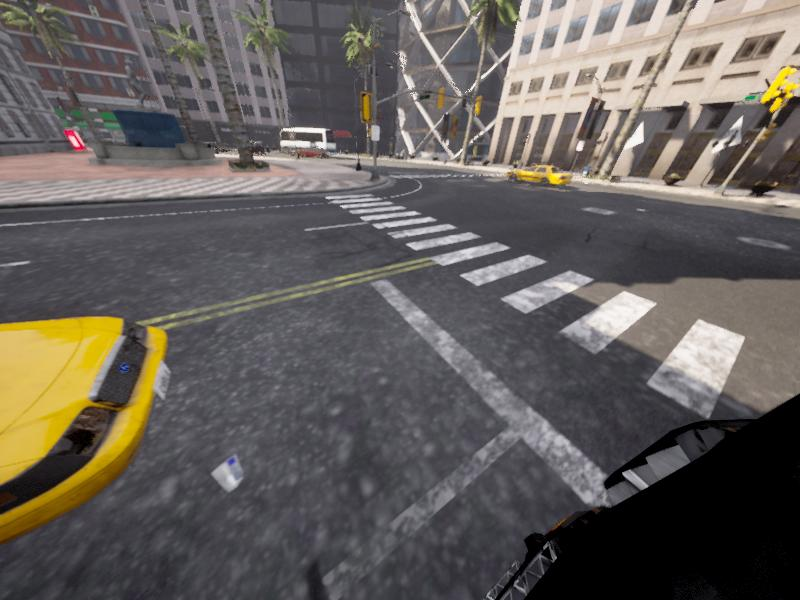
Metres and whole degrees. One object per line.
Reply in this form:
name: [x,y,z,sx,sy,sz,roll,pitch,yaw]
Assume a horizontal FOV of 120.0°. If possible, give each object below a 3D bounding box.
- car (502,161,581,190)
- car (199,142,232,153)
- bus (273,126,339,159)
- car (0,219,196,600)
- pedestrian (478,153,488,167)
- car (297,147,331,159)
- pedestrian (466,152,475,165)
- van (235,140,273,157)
car: [11.715,-10.721,19.678,1.801,1.575,5.366,-17,38,-27]
car: [-32.251,-26.679,40.453,3.806,1.475,1.970,-1,34,-6]
bus: [-16.842,-28.399,41.744,10.273,4.253,3.944,13,34,14]
car: [-4.284,1.093,0.557,5.366,1.575,1.801,-17,38,-27]
pedestrian: [13.153,-22.304,36.732,0.751,1.860,0.751,-19,39,-29]
car: [-14.406,-24.633,38.755,4.792,1.488,2.163,14,35,16]
pedestrian: [11.656,-23.480,38.392,0.751,1.860,0.751,-20,40,-31]
van: [-23.596,-24.617,37.503,4.480,2.038,2.069,6,33,4]
